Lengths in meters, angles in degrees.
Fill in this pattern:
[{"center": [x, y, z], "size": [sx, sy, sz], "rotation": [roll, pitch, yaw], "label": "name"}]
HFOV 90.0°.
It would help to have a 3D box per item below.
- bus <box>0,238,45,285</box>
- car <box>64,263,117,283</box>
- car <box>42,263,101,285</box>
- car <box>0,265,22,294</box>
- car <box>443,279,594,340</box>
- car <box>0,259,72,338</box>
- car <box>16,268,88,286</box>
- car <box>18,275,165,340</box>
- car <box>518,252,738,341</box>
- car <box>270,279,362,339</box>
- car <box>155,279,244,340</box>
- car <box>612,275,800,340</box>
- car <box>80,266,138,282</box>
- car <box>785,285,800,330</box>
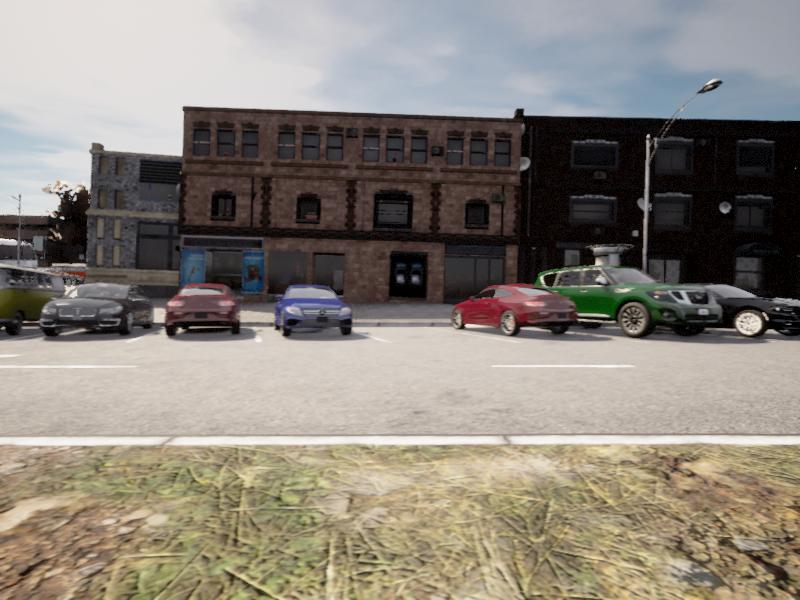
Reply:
[{"center": [-38.907, -3.655, 37.051], "size": [3.944, 4.253, 10.273], "rotation": [2, 5, -8], "label": "bus"}, {"center": [-34.644, -3.033, 44.916], "size": [4.442, 1.987, 1.878], "rotation": [1, 6, -27], "label": "car"}, {"center": [-34.252, -2.748, 41.927], "size": [4.442, 1.987, 1.878], "rotation": [1, 6, -27], "label": "car"}, {"center": [-32.573, -1.634, 30.066], "size": [5.566, 2.045, 2.435], "rotation": [1, 5, -27], "label": "car"}, {"center": [3.275, 0.260, 12.191], "size": [2.002, 1.452, 4.674], "rotation": [0, -1, -20], "label": "car"}, {"center": [-11.778, -0.020, 11.876], "size": [1.878, 1.987, 4.442], "rotation": [1, -1, -22], "label": "car"}, {"center": [-33.783, -2.237, 39.021], "size": [4.892, 1.521, 2.231], "rotation": [1, 5, -27], "label": "car"}, {"center": [-8.805, 0.211, 12.065], "size": [2.231, 1.521, 4.892], "rotation": [1, -1, -22], "label": "car"}, {"center": [6.315, -0.029, 12.164], "size": [2.435, 2.045, 5.566], "rotation": [1, -1, -20], "label": "car"}, {"center": [-2.763, 0.255, 12.164], "size": [2.002, 1.452, 4.674], "rotation": [1, -1, -21], "label": "car"}, {"center": [-5.787, 0.252, 12.114], "size": [2.002, 1.452, 4.674], "rotation": [0, -1, -21], "label": "car"}, {"center": [9.323, 0.226, 12.162], "size": [2.097, 1.535, 5.008], "rotation": [1, -1, -20], "label": "car"}, {"center": [-34.779, -3.094, 48.065], "size": [5.366, 1.575, 1.946], "rotation": [1, 5, -27], "label": "car"}, {"center": [15.359, 0.230, 12.039], "size": [2.097, 1.535, 5.008], "rotation": [0, -1, -19], "label": "car"}]
